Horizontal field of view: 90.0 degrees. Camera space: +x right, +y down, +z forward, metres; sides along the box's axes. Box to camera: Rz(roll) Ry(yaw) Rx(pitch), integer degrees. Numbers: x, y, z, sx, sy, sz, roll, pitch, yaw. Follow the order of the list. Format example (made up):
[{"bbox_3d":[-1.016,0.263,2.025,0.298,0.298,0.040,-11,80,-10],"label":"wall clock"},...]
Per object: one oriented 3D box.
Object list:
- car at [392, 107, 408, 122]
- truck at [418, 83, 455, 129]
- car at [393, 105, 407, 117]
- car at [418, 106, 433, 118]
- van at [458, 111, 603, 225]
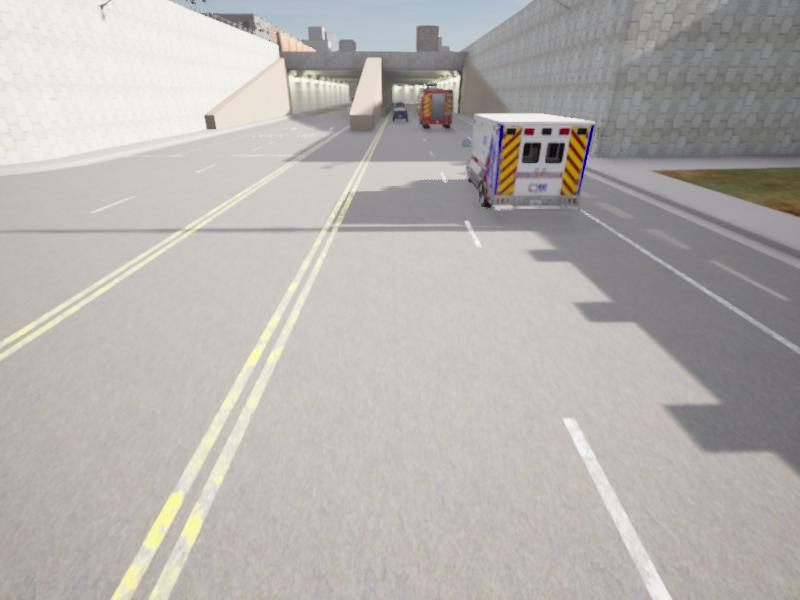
[{"bbox_3d":[0.033,-23.133,49.678,1.882,1.535,5.008,0,27,0],"label":"car"},{"bbox_3d":[3.535,-19.862,40.862,2.891,3.827,8.468,0,27,0],"label":"truck"},{"bbox_3d":[0.042,-28.530,60.279,2.033,1.411,5.357,0,27,0],"label":"car"},{"bbox_3d":[3.533,-26.608,56.508,1.812,1.442,4.674,0,27,0],"label":"car"},{"bbox_3d":[3.513,-4.476,12.608,2.351,2.431,6.366,0,27,0],"label":"van"}]
